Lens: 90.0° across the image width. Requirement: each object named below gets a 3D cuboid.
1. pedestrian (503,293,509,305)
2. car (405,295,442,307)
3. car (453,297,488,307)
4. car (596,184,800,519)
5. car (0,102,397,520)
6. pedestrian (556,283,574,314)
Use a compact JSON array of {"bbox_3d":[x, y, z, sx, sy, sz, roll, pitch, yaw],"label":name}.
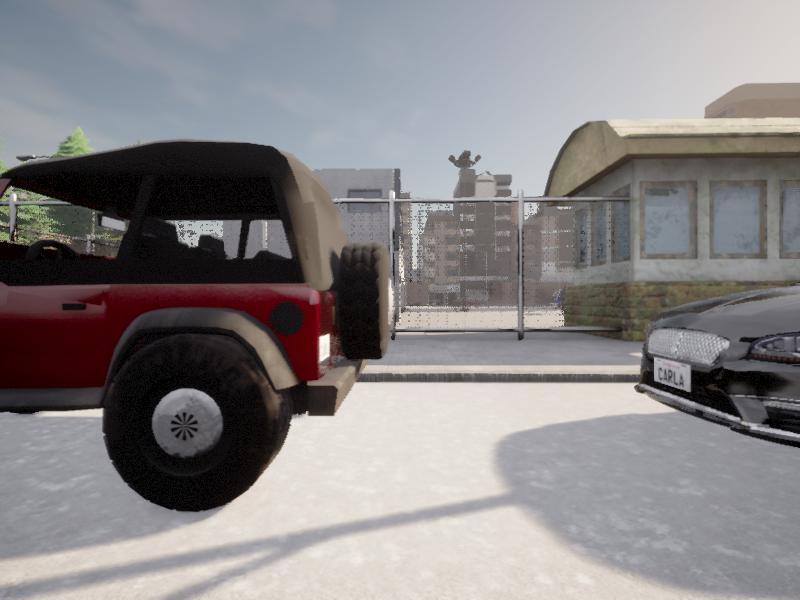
[{"bbox_3d":[16.746,-0.104,63.379,0.751,1.860,0.751,0,0,0],"label":"pedestrian"},{"bbox_3d":[3.271,0.175,56.276,5.238,1.638,1.930,0,0,2],"label":"car"},{"bbox_3d":[9.807,0.253,56.091,4.674,1.442,1.812,0,0,1],"label":"car"},{"bbox_3d":[4.276,0.226,2.653,4.902,1.511,2.128,0,0,1],"label":"car"},{"bbox_3d":[-1.982,0.056,2.793,3.866,1.878,1.905,0,0,1],"label":"car"},{"bbox_3d":[9.995,-0.087,24.259,0.751,1.860,0.751,0,0,-12],"label":"pedestrian"}]
